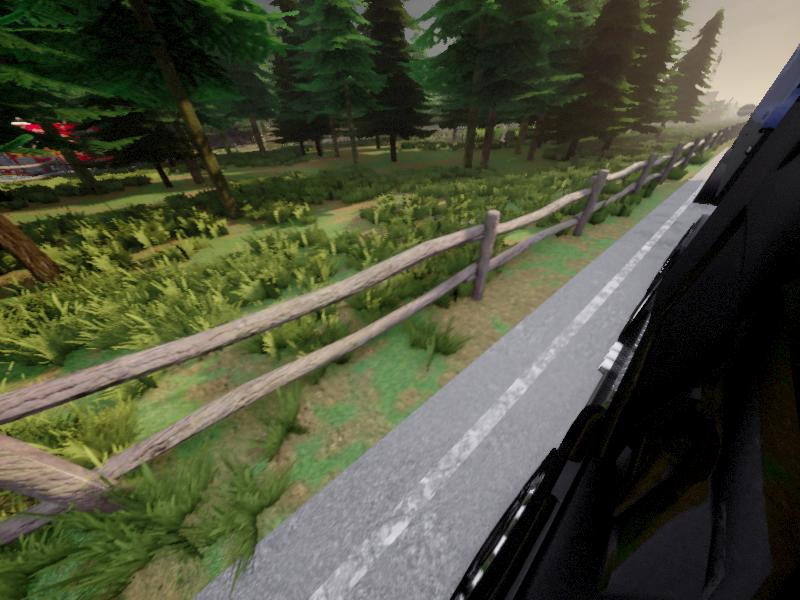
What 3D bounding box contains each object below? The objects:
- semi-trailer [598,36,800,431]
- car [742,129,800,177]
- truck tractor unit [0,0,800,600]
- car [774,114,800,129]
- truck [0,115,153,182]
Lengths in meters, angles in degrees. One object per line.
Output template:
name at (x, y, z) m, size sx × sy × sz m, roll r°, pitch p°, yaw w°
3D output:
semi-trailer at (8.658, -3.636, 4.263) m, size 14.254 × 4.402 × 2.717 m, roll -29°, pitch 44°, yaw -30°
car at (17.115, -6.458, 10.023) m, size 4.181 × 1.385 × 1.994 m, roll -27°, pitch 43°, yaw -29°
truck tractor unit at (2.645, -0.295, 0.351) m, size 6.516 × 4.208 × 3.053 m, roll -28°, pitch 44°, yaw -30°
car at (52.726, -23.988, 30.979) m, size 4.902 × 1.511 × 2.128 m, roll -26°, pitch 43°, yaw -28°
truck at (-27.430, -12.810, 19.248) m, size 2.891 × 3.827 × 8.468 m, roll 6°, pitch 38°, yaw 12°
